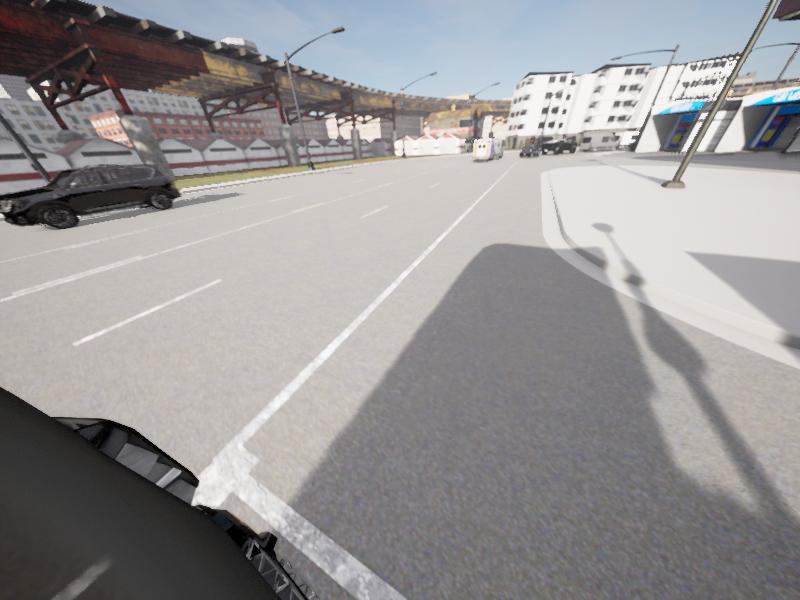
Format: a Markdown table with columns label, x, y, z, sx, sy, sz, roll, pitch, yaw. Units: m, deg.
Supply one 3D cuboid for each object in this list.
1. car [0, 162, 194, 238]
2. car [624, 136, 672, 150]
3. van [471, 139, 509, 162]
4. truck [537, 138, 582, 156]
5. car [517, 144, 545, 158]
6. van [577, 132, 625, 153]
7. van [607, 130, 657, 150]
| label | x | y | z | sx | sy | sz | roll | pitch | yaw |
| --- | --- | --- | --- | --- | --- | --- | --- | --- | --- |
| car | -13.417 | -4.803 | 10.360 | 2.150 | 2.045 | 5.566 | 14 | 37 | 22 |
| car | 41.032 | -26.038 | 38.387 | 5.238 | 1.638 | 1.930 | -2 | 34 | 1 |
| van | 12.480 | -20.727 | 31.925 | 2.351 | 2.431 | 6.366 | 23 | 41 | 33 |
| truck | 24.828 | -23.870 | 35.982 | 6.274 | 2.098 | 2.390 | -19 | 37 | -22 |
| car | 18.695 | -21.194 | 32.953 | 3.633 | 1.501 | 1.845 | -28 | 41 | -32 |
| van | 32.804 | -25.745 | 37.778 | 5.915 | 2.561 | 1.988 | -9 | 34 | -10 |
| van | 41.067 | -28.348 | 41.046 | 5.915 | 2.561 | 1.988 | -2 | 34 | 1 |
